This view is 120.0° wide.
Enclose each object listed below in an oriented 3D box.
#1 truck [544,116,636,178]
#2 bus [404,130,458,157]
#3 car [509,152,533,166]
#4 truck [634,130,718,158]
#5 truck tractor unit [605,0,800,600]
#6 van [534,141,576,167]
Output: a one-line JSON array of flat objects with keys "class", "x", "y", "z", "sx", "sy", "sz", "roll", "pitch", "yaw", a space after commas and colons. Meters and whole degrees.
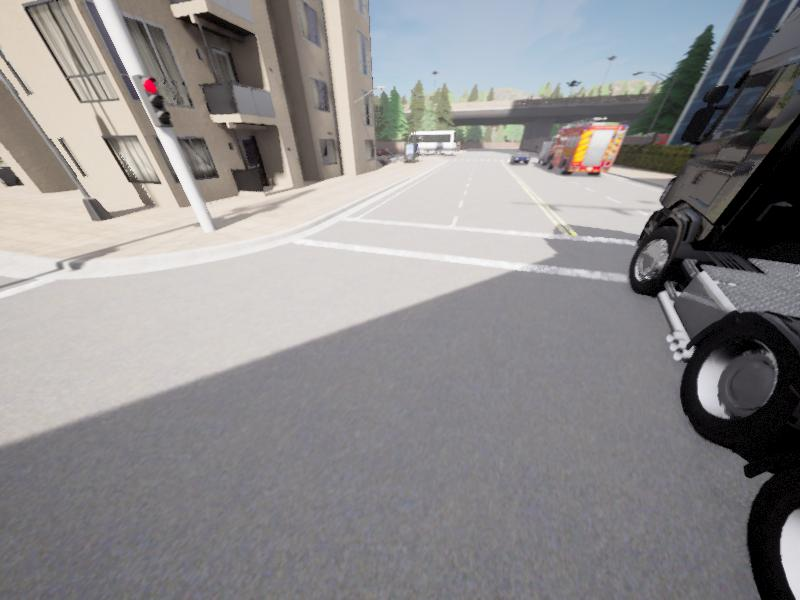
[{"class": "truck", "x": 15.968, "y": -13.547, "z": 20.561, "sx": 2.891, "sy": 3.827, "sz": 8.468, "roll": 9, "pitch": 35, "yaw": 14}, {"class": "bus", "x": 6.295, "y": -32.622, "z": 48.219, "sx": 10.273, "sy": 4.253, "sz": 3.944, "roll": 13, "pitch": 36, "yaw": 18}, {"class": "car", "x": 15.254, "y": -18.010, "z": 29.383, "sx": 1.895, "sy": 1.301, "sz": 4.718, "roll": 9, "pitch": 35, "yaw": 14}, {"class": "truck", "x": 48.418, "y": -27.656, "z": 41.028, "sx": 8.468, "sy": 3.827, "sz": 2.891, "roll": 9, "pitch": 35, "yaw": 14}, {"class": "truck tractor unit", "x": 4.446, "y": -0.688, "z": 1.350, "sx": 3.053, "sy": 4.208, "sz": 6.516, "roll": 19, "pitch": 39, "yaw": 26}, {"class": "van", "x": 18.528, "y": -17.776, "z": 28.012, "sx": 2.351, "sy": 2.431, "sz": 6.366, "roll": 9, "pitch": 35, "yaw": 14}]
